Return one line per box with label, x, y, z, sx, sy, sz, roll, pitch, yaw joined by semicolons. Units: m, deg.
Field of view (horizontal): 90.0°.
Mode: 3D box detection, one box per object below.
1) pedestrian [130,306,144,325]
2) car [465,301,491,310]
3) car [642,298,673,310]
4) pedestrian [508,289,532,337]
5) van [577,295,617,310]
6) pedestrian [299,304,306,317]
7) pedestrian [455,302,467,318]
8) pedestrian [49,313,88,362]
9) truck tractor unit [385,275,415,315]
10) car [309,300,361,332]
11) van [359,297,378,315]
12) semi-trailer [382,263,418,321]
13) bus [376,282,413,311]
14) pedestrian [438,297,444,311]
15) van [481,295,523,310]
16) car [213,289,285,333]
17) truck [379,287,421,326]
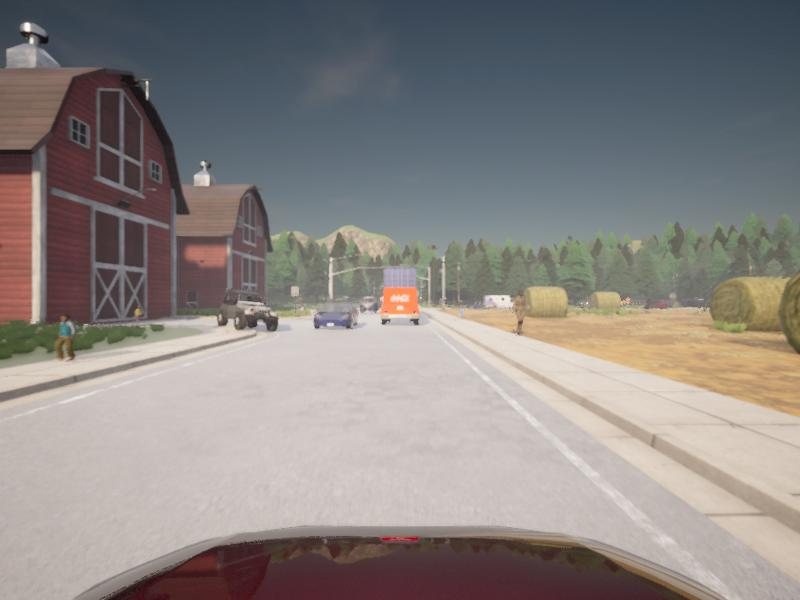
pedestrian;-15.004;0.879;22.838;0.500;1.100;0.500;0;0;-1
car;13.476;0.957;69.282;4.181;1.385;1.994;0;0;1
car;42.005;0.695;65.262;3.866;1.878;1.905;0;0;1
pedestrian;4.716;0.490;15.744;0.751;1.860;0.751;0;0;2
van;33.889;0.372;68.914;5.915;2.561;1.988;0;0;1
pedestrian;-8.093;0.874;33.169;0.500;1.100;0.500;0;0;-12
pedestrian;4.850;0.776;31.614;0.751;1.300;0.751;0;0;26
pedestrian;-7.790;0.868;9.420;0.500;1.100;0.500;0;0;-3
truck tractor unit;0.004;-0.503;45.096;3.053;4.208;6.516;0;0;0
car;-3.482;0.809;22.457;2.163;1.488;4.792;0;1;0
van;-3.491;0.609;45.391;1.775;1.987;4.442;0;0;0
semi-trailer;0.011;-0.603;37.183;2.717;4.402;14.254;0;0;0
bus;-1.094;-0.508;63.827;3.944;4.253;10.273;1;0;-12
pedestrian;5.532;0.506;53.831;0.751;1.860;0.751;0;0;0
van;16.745;0.426;65.721;6.366;2.431;2.351;0;0;1
car;-7.660;0.495;20.074;1.905;1.878;3.866;8;-3;-42
truck;0.013;0.367;27.540;2.627;2.467;5.204;0;1;0
